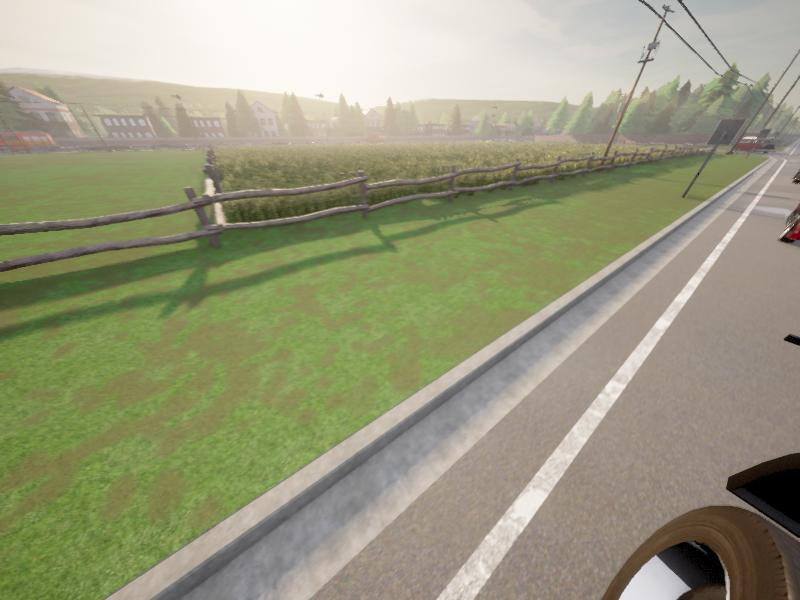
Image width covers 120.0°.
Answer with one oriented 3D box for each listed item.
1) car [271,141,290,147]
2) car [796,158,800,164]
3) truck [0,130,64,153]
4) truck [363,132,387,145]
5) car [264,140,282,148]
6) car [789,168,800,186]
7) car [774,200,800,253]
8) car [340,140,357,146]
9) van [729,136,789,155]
[{"bbox_3d":[-38.136,-49.862,73.680,4.792,1.488,2.163,-22,41,-28],"label":"car"},{"bbox_3d":[39.752,-13.676,21.637,4.792,1.488,2.163,-22,41,-28],"label":"car"},{"bbox_3d":[-80.302,-33.792,49.254,8.468,3.827,2.891,-22,41,-28],"label":"truck"},{"bbox_3d":[-9.160,-60.084,85.854,8.468,3.827,2.891,-22,41,-28],"label":"truck"},{"bbox_3d":[-35.451,-43.744,64.641,3.866,1.878,1.905,-22,41,-28],"label":"car"},{"bbox_3d":[23.895,-7.264,12.574,5.027,1.651,2.152,-22,41,-28],"label":"car"},{"bbox_3d":[11.398,-2.061,5.536,4.181,1.385,1.994,-22,41,-28],"label":"car"},{"bbox_3d":[-17.477,-53.326,78.340,5.366,1.575,1.801,-22,41,-28],"label":"car"},{"bbox_3d":[51.004,-22.137,33.044,2.069,2.038,4.480,11,37,16],"label":"van"}]
